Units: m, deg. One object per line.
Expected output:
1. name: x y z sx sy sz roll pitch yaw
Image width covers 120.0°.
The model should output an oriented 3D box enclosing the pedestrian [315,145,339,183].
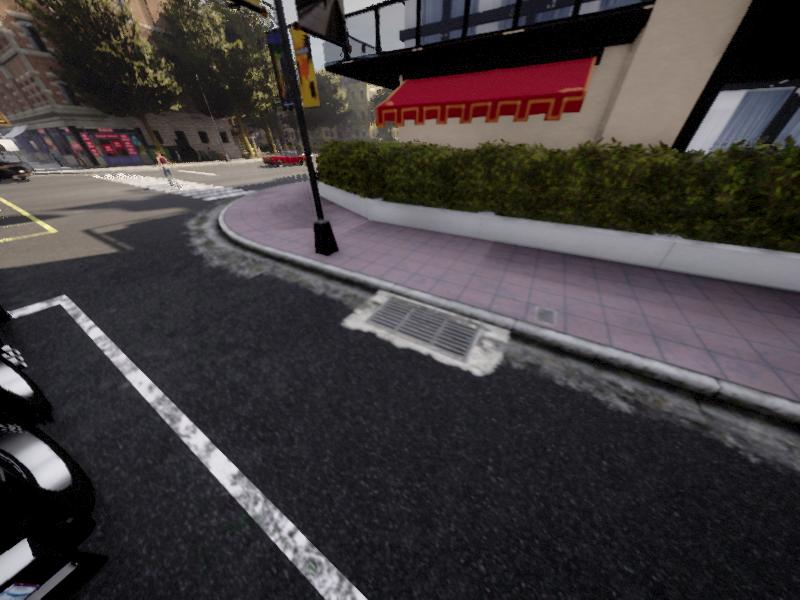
1. pedestrian: -4.239 -7.965 13.537 0.751 1.860 0.751 8 36 12

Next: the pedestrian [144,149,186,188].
1. pedestrian: -13.382 -7.496 13.206 0.751 1.860 0.751 17 38 23

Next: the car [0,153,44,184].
1. car: -28.123 -8.462 14.951 5.238 1.638 1.930 -10 37 -14

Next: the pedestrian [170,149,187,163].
1. pedestrian: -25.020 -16.252 26.102 0.751 1.300 0.751 13 37 19

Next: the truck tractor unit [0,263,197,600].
1. truck tractor unit: -5.107 -0.305 0.779 6.516 4.208 3.053 19 39 24

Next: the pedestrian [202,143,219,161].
1. pedestrian: -23.450 -18.308 28.553 0.751 1.860 0.751 14 37 20
